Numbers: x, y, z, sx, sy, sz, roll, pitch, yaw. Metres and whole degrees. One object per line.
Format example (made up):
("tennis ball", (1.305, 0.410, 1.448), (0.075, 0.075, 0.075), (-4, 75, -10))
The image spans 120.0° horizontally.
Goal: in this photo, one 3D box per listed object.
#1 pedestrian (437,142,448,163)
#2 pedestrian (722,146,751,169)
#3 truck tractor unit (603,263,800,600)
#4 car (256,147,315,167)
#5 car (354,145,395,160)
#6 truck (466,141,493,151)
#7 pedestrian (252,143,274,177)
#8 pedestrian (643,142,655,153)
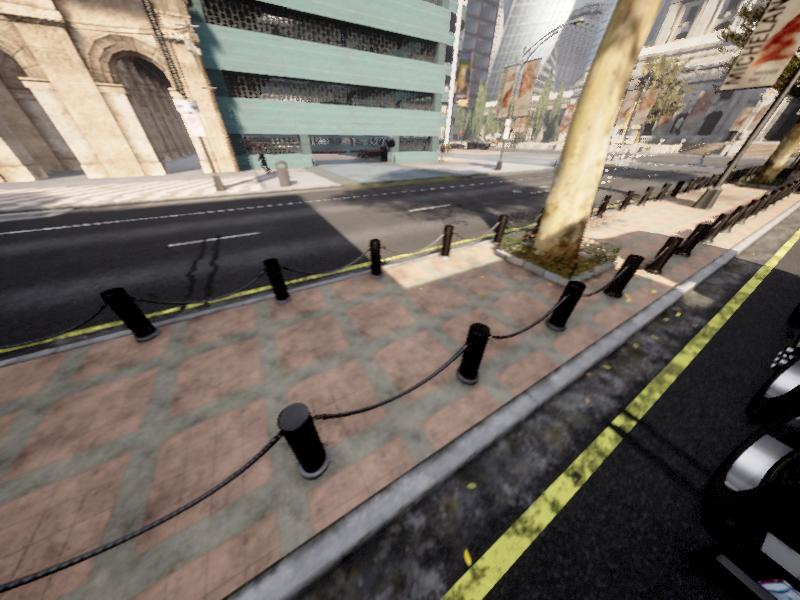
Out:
("pedestrian", (4.692, -16.313, 25.549), (0.751, 1.860, 0.751), (-27, 43, -34))
("pedestrian", (33.157, -14.037, 22.783), (0.751, 1.860, 0.751), (-22, 41, -29))
("truck tractor unit", (5.116, -0.293, 0.799), (6.516, 4.208, 3.053), (-18, 39, -25))
("car", (-11.289, -14.243, 22.917), (4.786, 1.482, 2.161), (-18, 39, -25))
("car", (-3.328, -19.600, 30.612), (4.902, 1.511, 2.128), (-18, 39, -25))
("truck", (20.732, -40.453, 60.469), (2.390, 2.098, 6.274), (-26, 42, -32))
("pedestrian", (-9.147, -9.381, 15.473), (0.751, 1.860, 0.751), (-15, 38, -20))
("pedestrian", (50.975, -31.149, 47.255), (0.751, 1.860, 0.751), (-18, 39, -25))
